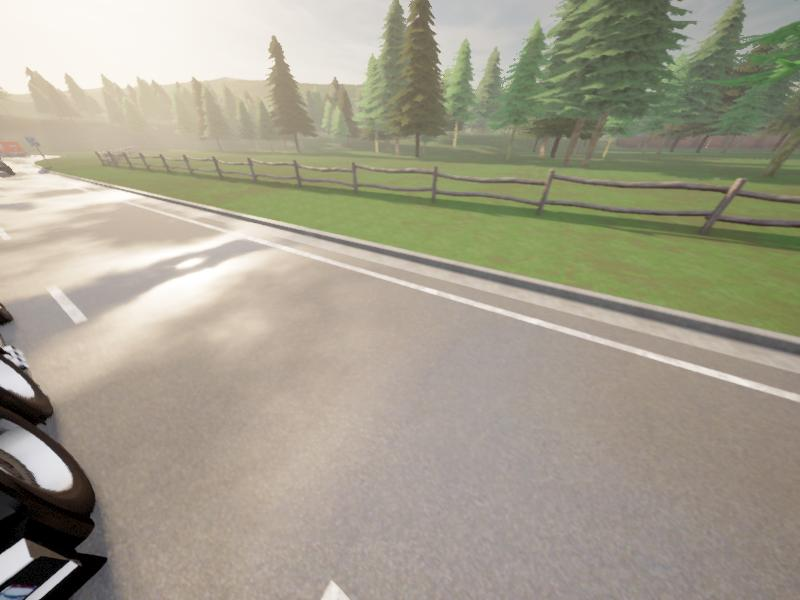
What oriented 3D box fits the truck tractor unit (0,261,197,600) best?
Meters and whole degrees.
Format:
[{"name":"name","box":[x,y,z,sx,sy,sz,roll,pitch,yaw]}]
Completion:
[{"name":"truck tractor unit","box":[-5.114,-0.294,0.794,6.516,4.208,3.053,18,39,25]}]

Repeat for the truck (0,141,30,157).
[{"name":"truck","box":[-77.256,-29.222,44.708,5.204,2.467,2.627,-2,35,-3]}]

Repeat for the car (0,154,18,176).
[{"name":"car","box":[-35.632,-11.757,19.885,4.856,1.649,2.033,21,40,27]}]
